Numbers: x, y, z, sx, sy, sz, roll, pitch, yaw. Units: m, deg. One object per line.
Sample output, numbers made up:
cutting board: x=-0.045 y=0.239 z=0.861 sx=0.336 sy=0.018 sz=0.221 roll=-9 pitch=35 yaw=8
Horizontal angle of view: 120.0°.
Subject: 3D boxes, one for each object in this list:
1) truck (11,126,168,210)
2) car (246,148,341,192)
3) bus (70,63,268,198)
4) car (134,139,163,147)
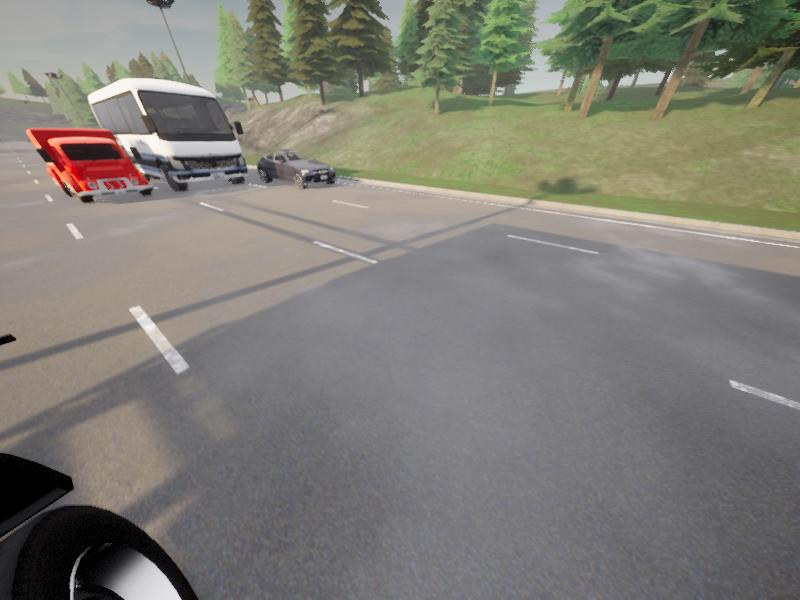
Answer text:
truck: x=-13.176 y=-5.812 z=9.889 sx=5.204 sy=2.467 sz=2.627 roll=22 pitch=41 yaw=28
car: x=-5.985 y=-7.440 z=12.996 sx=5.027 sy=1.651 sz=2.152 roll=23 pitch=41 yaw=28
bus: x=-12.692 y=-8.902 z=12.728 sx=10.273 sy=4.253 sz=3.944 roll=23 pitch=41 yaw=28
car: x=-61.885 y=-38.729 z=57.024 sx=2.128 sy=1.511 sz=4.902 roll=-3 pitch=35 yaw=-5
